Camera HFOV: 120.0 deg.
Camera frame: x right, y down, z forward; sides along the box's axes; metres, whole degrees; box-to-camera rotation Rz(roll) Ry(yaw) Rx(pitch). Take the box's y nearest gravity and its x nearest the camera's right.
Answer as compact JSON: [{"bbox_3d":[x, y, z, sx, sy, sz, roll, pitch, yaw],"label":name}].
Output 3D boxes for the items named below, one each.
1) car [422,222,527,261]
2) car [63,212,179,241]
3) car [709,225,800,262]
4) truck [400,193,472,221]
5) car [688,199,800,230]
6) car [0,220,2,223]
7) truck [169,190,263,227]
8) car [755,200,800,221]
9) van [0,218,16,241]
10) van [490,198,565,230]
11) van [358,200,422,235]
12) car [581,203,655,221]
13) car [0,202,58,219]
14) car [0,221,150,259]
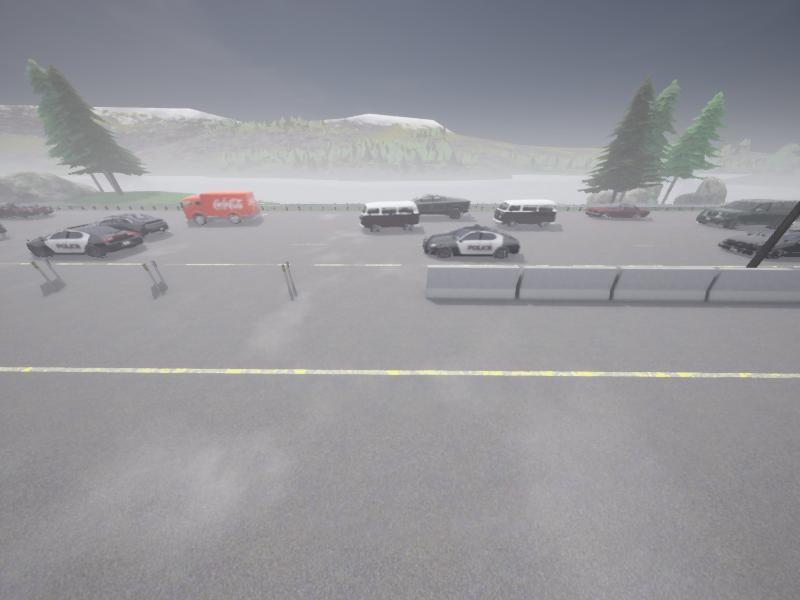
[{"bbox_3d":[3.823,-3.266,12.736,4.974,1.542,2.038,0,30,0],"label":"car"},{"bbox_3d":[-18.965,-5.127,15.976,4.902,1.511,2.128,0,30,1],"label":"car"},{"bbox_3d":[21.241,-3.118,12.612,5.357,1.411,2.033,0,30,0],"label":"car"},{"bbox_3d":[3.148,-8.766,21.689,6.274,2.098,2.390,0,30,1],"label":"truck"},{"bbox_3d":[27.664,-6.868,18.452,5.566,2.045,2.150,0,30,1],"label":"car"},{"bbox_3d":[-37.083,-6.961,19.177,4.193,1.474,1.816,0,30,1],"label":"car"},{"bbox_3d":[-15.364,-7.928,19.867,5.204,2.467,2.627,-6,31,-11],"label":"truck"},{"bbox_3d":[37.352,-8.349,21.540,4.514,1.525,2.007,0,30,0],"label":"car"},{"bbox_3d":[-29.878,-4.827,14.428,5.915,2.561,1.988,-4,30,-8],"label":"van"},{"bbox_3d":[10.061,-6.956,18.613,4.480,2.038,2.069,0,30,1],"label":"van"},{"bbox_3d":[-0.801,-6.347,17.565,4.480,2.038,2.069,-5,30,-10],"label":"van"},{"bbox_3d":[20.346,-8.329,21.736,4.718,1.301,1.895,0,30,0],"label":"car"},{"bbox_3d":[-36.941,-8.634,22.253,4.718,1.301,1.895,0,30,1],"label":"car"},{"bbox_3d":[-17.812,-3.383,12.929,4.974,1.542,2.038,0,30,1],"label":"car"}]
